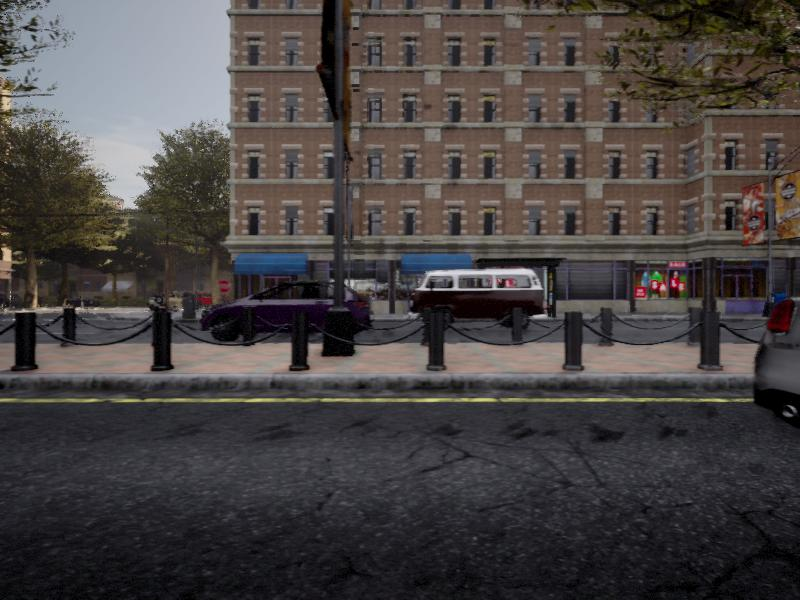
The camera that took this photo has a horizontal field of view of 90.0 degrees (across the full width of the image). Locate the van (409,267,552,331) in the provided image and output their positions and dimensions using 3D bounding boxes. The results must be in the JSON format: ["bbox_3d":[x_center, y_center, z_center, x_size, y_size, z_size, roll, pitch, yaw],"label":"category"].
[{"bbox_3d":[2.562,-0.030,13.700,4.480,2.038,2.069,0,0,0],"label":"van"}]

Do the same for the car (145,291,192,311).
[{"bbox_3d":[-22.318,0.067,38.836,1.932,1.855,4.605,0,0,-1],"label":"car"}]

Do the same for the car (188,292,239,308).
[{"bbox_3d":[-23.991,-0.015,51.690,5.566,2.045,2.150,0,0,0],"label":"car"}]

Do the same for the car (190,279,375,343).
[{"bbox_3d":[-2.786,0.257,10.198,4.193,1.474,1.816,0,0,0],"label":"car"}]

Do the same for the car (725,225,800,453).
[{"bbox_3d":[4.495,0.251,2.203,3.806,1.475,1.970,0,0,0],"label":"car"}]
